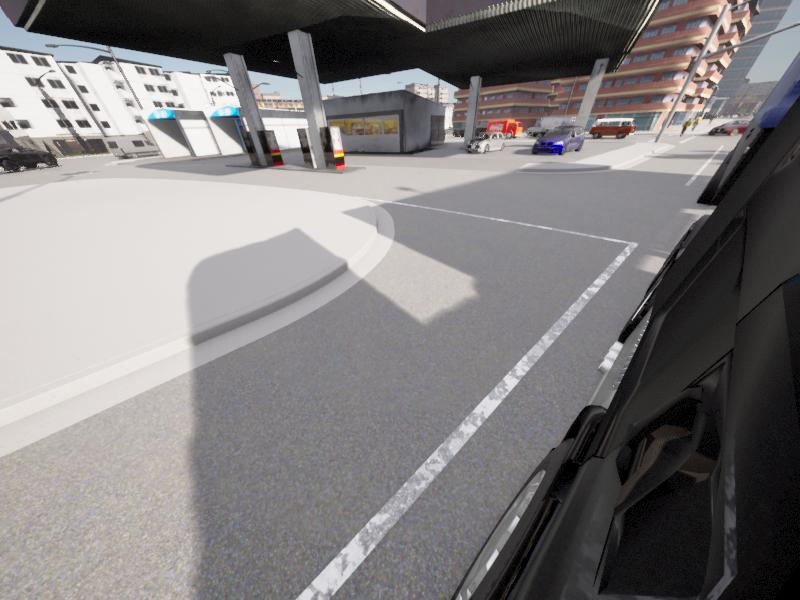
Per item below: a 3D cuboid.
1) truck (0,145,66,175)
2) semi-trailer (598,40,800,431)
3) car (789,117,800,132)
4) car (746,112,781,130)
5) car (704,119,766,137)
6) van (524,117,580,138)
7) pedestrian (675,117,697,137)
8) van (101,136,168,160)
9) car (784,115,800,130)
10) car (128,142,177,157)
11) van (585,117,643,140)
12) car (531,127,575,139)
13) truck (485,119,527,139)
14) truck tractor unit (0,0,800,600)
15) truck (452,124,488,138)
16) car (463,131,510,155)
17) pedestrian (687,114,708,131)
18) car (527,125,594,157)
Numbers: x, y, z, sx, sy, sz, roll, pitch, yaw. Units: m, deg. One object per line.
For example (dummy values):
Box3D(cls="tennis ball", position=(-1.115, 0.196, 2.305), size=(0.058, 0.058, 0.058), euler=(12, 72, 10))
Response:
Box3D(cls="truck", position=(-38.819, -14.162, 23.249), size=(2.390, 2.098, 6.274), euler=(-10, 37, -10))
Box3D(cls="semi-trailer", position=(8.691, -3.611, 4.232), size=(14.254, 4.402, 2.717), euler=(-28, 44, -30))
Box3D(cls="car", position=(47.714, -20.552, 26.733), size=(5.238, 1.638, 1.930), euler=(-29, 44, -30))
Box3D(cls="car", position=(51.092, -25.217, 32.556), size=(4.605, 1.855, 1.932), euler=(-28, 44, -30))
Box3D(cls="car", position=(37.571, -19.353, 25.996), size=(4.181, 1.385, 1.994), euler=(-9, 37, -9))
Box3D(cls="van", position=(23.089, -26.499, 35.570), size=(2.351, 2.431, 6.366), euler=(-29, 44, -30))
Box3D(cls="pedestrian", position=(32.952, -19.962, 26.649), size=(0.751, 1.860, 0.751), euler=(24, 44, 31))
Box3D(cls="van", position=(-38.473, -22.408, 33.879), size=(1.988, 2.561, 5.915), euler=(5, 37, 10))
Box3D(cls="car", position=(53.105, -23.392, 30.323), size=(4.792, 1.488, 2.163), euler=(-28, 44, -30))
Box3D(cls="car", position=(-40.699, -24.944, 38.172), size=(2.152, 1.651, 5.027), euler=(9, 38, 15))
Box3D(cls="van", position=(26.180, -21.071, 28.446), size=(2.069, 2.038, 4.480), euler=(-29, 44, -31))
Box3D(cls="car", position=(21.690, -23.787, 32.979), size=(1.895, 1.301, 4.718), euler=(-29, 44, -31))
Box3D(cls="truck", position=(16.881, -27.417, 37.151), size=(2.627, 2.467, 5.204), euler=(-29, 44, -30))
Box3D(cls="truck tractor unit", position=(2.645, -0.295, 0.351), size=(6.516, 4.208, 3.053), euler=(-28, 44, -30))
Box3D(cls="truck", position=(13.389, -32.770, 44.832), size=(2.390, 2.098, 6.274), euler=(-29, 44, -30))
Box3D(cls="car", position=(7.686, -14.010, 20.555), size=(3.806, 1.475, 1.970), euler=(-28, 44, -30))
Box3D(cls="pedestrian", position=(41.265, -24.624, 32.100), size=(0.751, 1.860, 0.751), euler=(1, 37, 4))
Box3D(cls="car", position=(11.957, -11.927, 17.234), size=(4.611, 1.667, 2.242), euler=(-28, 44, -30))
